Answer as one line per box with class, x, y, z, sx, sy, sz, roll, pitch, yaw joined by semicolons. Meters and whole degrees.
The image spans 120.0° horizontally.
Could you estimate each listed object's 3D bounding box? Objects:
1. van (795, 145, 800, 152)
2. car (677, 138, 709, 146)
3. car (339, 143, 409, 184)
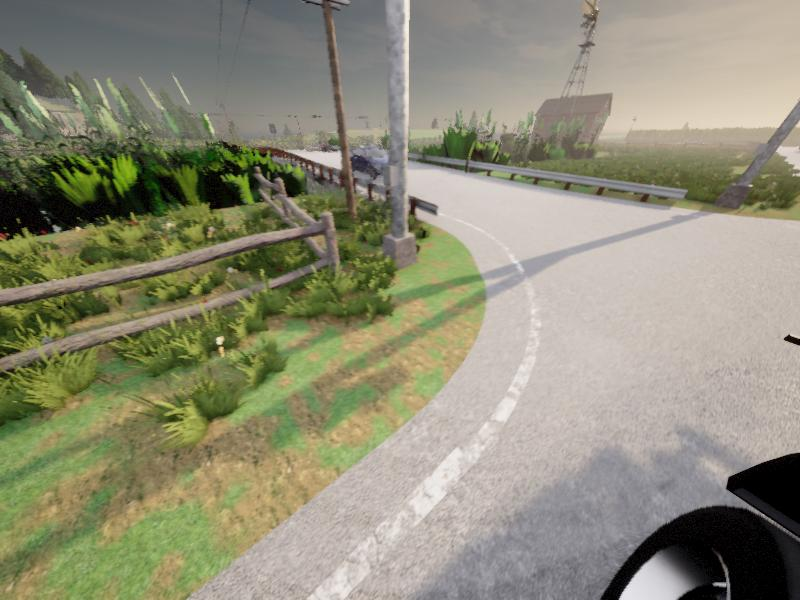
van;65.697;-24.741;36.779;4.442;1.987;1.775;-27;43;-32
car;77.386;-41.783;61.113;2.038;1.542;4.974;-26;43;-32
car;-1.651;-8.101;13.473;1.812;1.442;4.674;-22;43;-28
